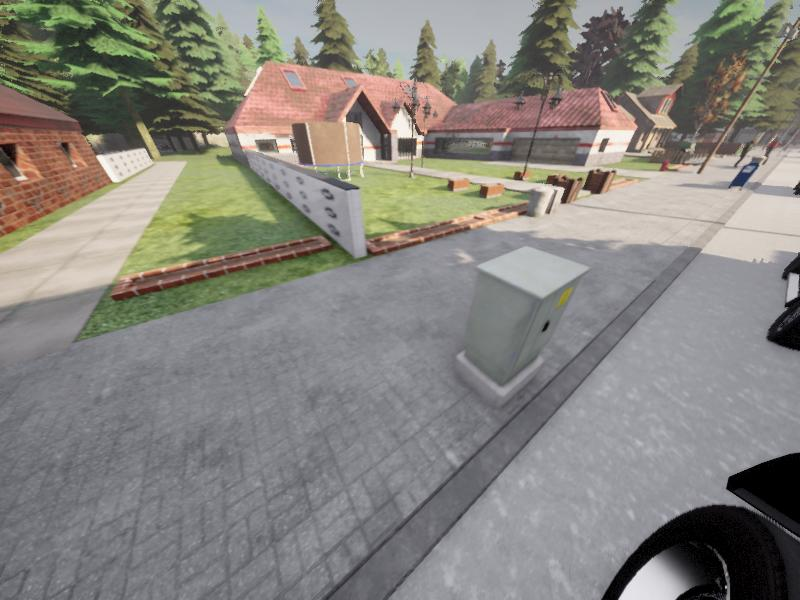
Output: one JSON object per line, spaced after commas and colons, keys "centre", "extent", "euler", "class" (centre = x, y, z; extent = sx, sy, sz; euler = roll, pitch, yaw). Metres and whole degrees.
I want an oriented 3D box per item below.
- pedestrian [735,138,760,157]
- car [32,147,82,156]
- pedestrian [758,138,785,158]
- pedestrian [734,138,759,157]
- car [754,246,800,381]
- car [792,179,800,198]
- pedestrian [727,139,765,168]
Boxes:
{"centre": [42.079, -18.526, 28.012], "extent": [0.751, 1.860, 0.751], "euler": [-17, 39, -23], "class": "pedestrian"}
{"centre": [-62.018, -26.954, 41.866], "extent": [4.718, 1.301, 1.895], "euler": [-22, 41, -28], "class": "car"}
{"centre": [41.643, -17.034, 25.900], "extent": [0.751, 1.860, 0.751], "euler": [-21, 40, -27], "class": "pedestrian"}
{"centre": [40.553, -17.849, 27.065], "extent": [0.751, 1.860, 0.751], "euler": [-23, 41, -28], "class": "pedestrian"}
{"centre": [6.698, -0.296, 2.650], "extent": [4.605, 1.855, 1.932], "euler": [-21, 40, -28], "class": "car"}
{"centre": [19.475, -5.538, 9.970], "extent": [3.866, 1.878, 1.905], "euler": [-22, 41, -28], "class": "car"}
{"centre": [27.335, -11.592, 18.295], "extent": [0.751, 1.860, 0.751], "euler": [26, 43, 32], "class": "pedestrian"}
